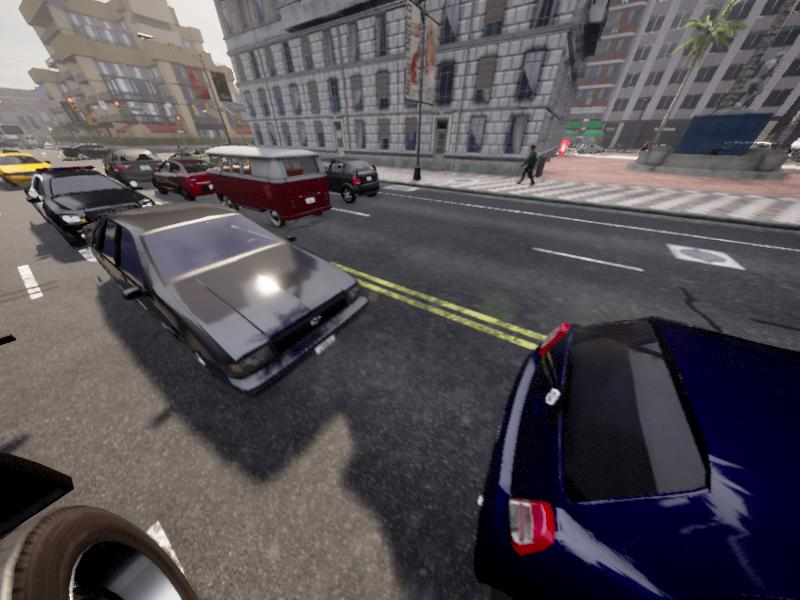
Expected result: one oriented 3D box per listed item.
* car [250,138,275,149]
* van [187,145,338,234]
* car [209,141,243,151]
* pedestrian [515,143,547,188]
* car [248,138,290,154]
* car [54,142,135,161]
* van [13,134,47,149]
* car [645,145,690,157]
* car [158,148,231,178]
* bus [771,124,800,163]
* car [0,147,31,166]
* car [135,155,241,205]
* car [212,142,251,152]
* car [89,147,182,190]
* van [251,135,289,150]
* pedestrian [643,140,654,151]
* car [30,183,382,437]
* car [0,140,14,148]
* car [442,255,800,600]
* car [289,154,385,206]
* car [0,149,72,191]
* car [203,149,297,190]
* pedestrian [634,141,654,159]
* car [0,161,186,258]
[{"bbox_3d":[-30.025,-34.140,50.461,1.905,1.878,3.866,20,40,26],"label":"car"},{"bbox_3d":[-4.430,-3.810,7.552,4.442,1.987,1.775,21,40,26],"label":"van"},{"bbox_3d":[-34.069,-30.355,45.399,2.163,1.488,4.792,20,40,26],"label":"car"},{"bbox_3d":[6.586,-6.798,11.678,0.751,1.860,0.751,26,42,31],"label":"pedestrian"},{"bbox_3d":[-21.628,-25.748,38.469,2.150,2.045,5.566,20,40,26],"label":"car"},{"bbox_3d":[-35.030,-17.271,26.699,1.930,1.638,5.238,20,40,26],"label":"car"},{"bbox_3d":[-77.790,-33.428,48.584,6.366,2.431,2.351,20,40,26],"label":"van"},{"bbox_3d":[40.615,-22.731,35.179,1.970,1.475,3.806,-19,39,-25],"label":"car"},{"bbox_3d":[-14.439,-9.733,16.271,4.514,1.525,2.007,20,40,26],"label":"car"},{"bbox_3d":[48.995,-16.320,23.746,3.944,4.253,10.273,-3,35,-6],"label":"bus"},{"bbox_3d":[-36.167,-12.397,20.015,1.994,1.385,4.181,20,40,26],"label":"car"},{"bbox_3d":[-9.460,-5.487,10.335,4.193,1.474,1.816,20,40,26],"label":"car"},{"bbox_3d":[-31.515,-28.865,43.382,2.033,1.411,5.357,20,40,26],"label":"car"},{"bbox_3d":[-15.045,-7.617,13.141,4.611,1.667,2.242,23,41,29],"label":"car"},{"bbox_3d":[-27.176,-33.182,48.640,2.351,2.431,6.366,20,40,26],"label":"van"},{"bbox_3d":[50.054,-31.162,46.570,0.751,1.860,0.751,28,43,33],"label":"pedestrian"},{"bbox_3d":[-3.081,-0.649,3.595,5.357,1.411,2.033,21,40,26],"label":"car"},{"bbox_3d":[-83.500,-32.736,48.418,4.674,1.442,1.812,20,40,26],"label":"car"},{"bbox_3d":[2.278,1.288,0.772,3.633,1.501,1.845,21,40,26],"label":"car"},{"bbox_3d":[-2.719,-5.389,10.180,3.705,1.549,1.789,21,40,26],"label":"car"},{"bbox_3d":[-20.651,-7.272,12.686,5.366,1.575,1.801,20,40,26],"label":"car"},{"bbox_3d":[-8.634,-7.617,13.271,5.366,1.575,1.801,20,40,26],"label":"car"},{"bbox_3d":[30.211,-18.617,28.625,0.751,1.860,0.751,-15,38,-20],"label":"pedestrian"},{"bbox_3d":[-8.746,-2.839,6.537,4.974,1.542,2.038,21,40,26],"label":"car"}]
